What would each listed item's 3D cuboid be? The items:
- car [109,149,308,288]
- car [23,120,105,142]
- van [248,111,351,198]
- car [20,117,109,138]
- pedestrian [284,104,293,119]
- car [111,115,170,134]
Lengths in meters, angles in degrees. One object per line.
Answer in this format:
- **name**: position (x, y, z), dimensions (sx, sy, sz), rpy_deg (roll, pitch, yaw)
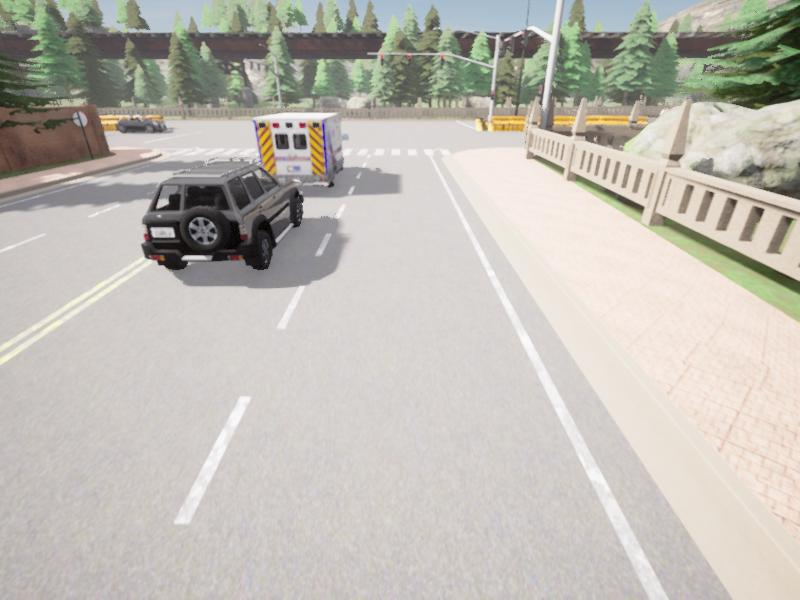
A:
- **car**: position (-3.499, -2.044, 8.606), dimensions (1.932, 1.855, 4.605), rpy_deg (0, 26, 0)
- **car**: position (-25.198, -12.753, 30.144), dimensions (4.181, 1.385, 1.994), rpy_deg (0, 27, 0)
- **van**: position (-3.504, -5.943, 15.657), dimensions (2.351, 2.431, 6.366), rpy_deg (0, 27, 0)
- **car**: position (-27.783, -14.360, 33.261), dimensions (5.357, 1.411, 2.033), rpy_deg (0, 27, 0)
- **pedestrian**: position (-15.686, -26.533, 56.229), dimensions (0.751, 1.860, 0.751), rpy_deg (1, 27, 1)
- **car**: position (-23.458, -15.978, 36.347), dimensions (3.806, 1.475, 1.970), rpy_deg (0, 27, 0)
